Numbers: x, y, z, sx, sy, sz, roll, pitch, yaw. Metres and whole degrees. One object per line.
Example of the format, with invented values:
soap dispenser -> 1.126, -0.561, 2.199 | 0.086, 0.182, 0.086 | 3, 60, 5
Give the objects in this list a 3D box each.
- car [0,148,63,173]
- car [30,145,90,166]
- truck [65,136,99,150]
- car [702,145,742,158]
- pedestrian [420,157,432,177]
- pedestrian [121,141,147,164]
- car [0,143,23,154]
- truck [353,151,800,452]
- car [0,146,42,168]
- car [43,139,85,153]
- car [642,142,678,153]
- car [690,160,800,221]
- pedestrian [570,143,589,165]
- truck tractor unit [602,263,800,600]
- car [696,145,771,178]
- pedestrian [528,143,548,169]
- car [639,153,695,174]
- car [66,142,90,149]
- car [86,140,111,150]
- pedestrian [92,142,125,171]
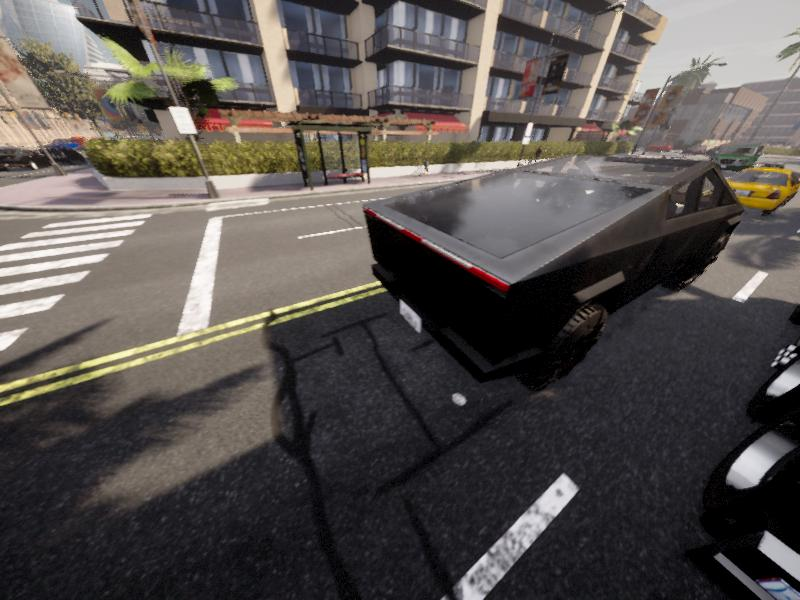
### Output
car -> -31.636, -11.832, 19.433 | 1.837, 1.490, 4.892 | -18, 39, -25
car -> -34.863, -15.023, 23.893 | 1.851, 1.617, 3.988 | -18, 39, -25
truck -> -74.146, -36.737, 54.009 | 2.627, 2.467, 5.204 | -18, 39, -25
car -> 55.126, -25.551, 39.701 | 2.242, 1.667, 4.611 | 17, 38, 22
pedestrian -> 1.773, -9.145, 15.883 | 0.500, 1.100, 0.500 | -16, 38, -22
pedestrian -> -25.842, -14.370, 22.497 | 0.751, 1.860, 0.751 | -13, 37, -19
car -> -64.216, -24.144, 36.824 | 3.633, 1.501, 1.845 | -19, 39, -25
truck -> 2.786, -0.985, 3.602 | 6.274, 2.098, 2.390 | -18, 39, -24
car -> -37.549, -13.654, 21.974 | 2.007, 1.525, 4.514 | -18, 39, -25
car -> -61.891, -28.566, 42.751 | 2.150, 2.045, 5.566 | -18, 39, -25
car -> 60.607, -35.773, 54.112 | 2.150, 2.045, 5.566 | 2, 35, 2
car -> 14.474, -4.589, 9.329 | 5.366, 1.575, 1.801 | -18, 39, -24
pedestrian -> 18.679, -15.203, 24.060 | 0.751, 1.860, 0.751 | -15, 38, -21
truck tractor unit -> 5.108, -0.304, 0.782 | 6.516, 4.208, 3.053 | -18, 39, -24
car -> 27.021, -11.323, 18.701 | 5.566, 2.045, 2.150 | -20, 40, -27
pedestrian -> 12.315, -12.884, 20.676 | 0.751, 1.860, 0.751 | -17, 38, -23
car -> 23.874, -12.257, 20.672 | 4.718, 1.301, 1.895 | -19, 39, -26
car -> -80.266, -38.557, 57.595 | 1.895, 1.301, 4.718 | -19, 39, -25
car -> -69.479, -35.882, 53.347 | 1.905, 1.878, 3.866 | -18, 39, -25
pedestrian -> -22.317, -11.052, 17.759 | 0.751, 1.860, 0.751 | -24, 42, -31
